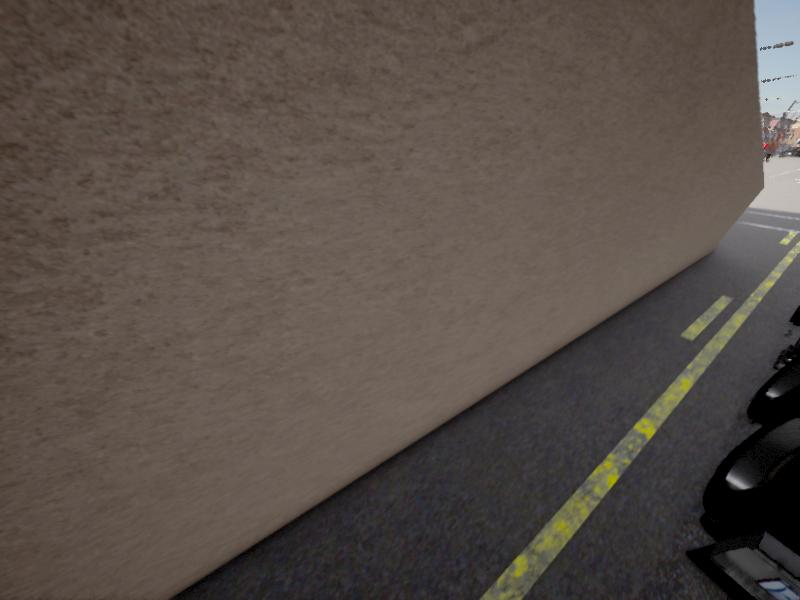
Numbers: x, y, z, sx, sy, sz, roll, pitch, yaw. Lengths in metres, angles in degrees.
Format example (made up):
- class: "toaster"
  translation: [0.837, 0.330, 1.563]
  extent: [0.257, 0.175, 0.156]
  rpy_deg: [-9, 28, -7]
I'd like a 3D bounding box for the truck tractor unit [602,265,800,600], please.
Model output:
- class: "truck tractor unit"
  translation: [5.109, -0.301, 0.786]
  extent: [6.516, 4.208, 3.053]
  rpy_deg: [-18, 39, -24]
